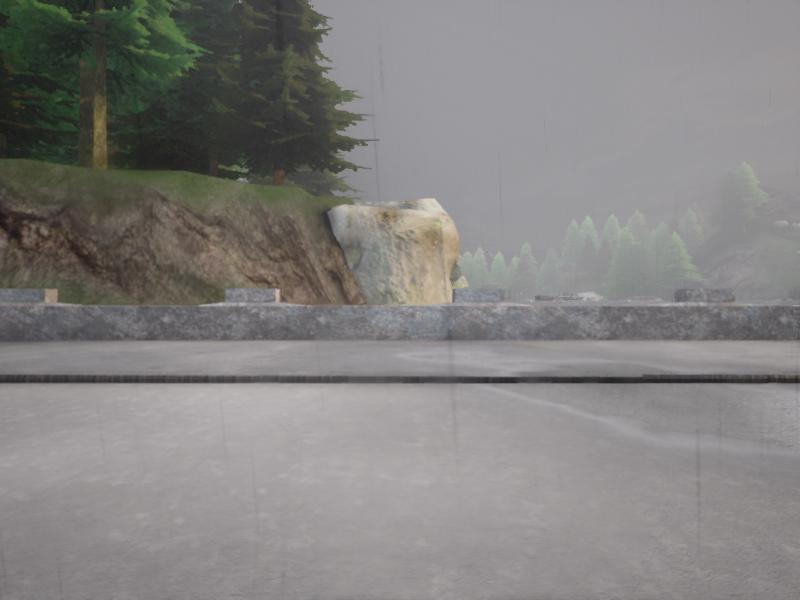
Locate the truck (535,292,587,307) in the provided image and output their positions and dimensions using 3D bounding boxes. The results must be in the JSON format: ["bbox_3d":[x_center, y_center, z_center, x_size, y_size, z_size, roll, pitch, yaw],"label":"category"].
[{"bbox_3d":[22.512,-0.058,56.195,6.274,2.098,2.390,0,0,0],"label":"truck"}]

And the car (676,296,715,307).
[{"bbox_3d":[41.477,0.248,56.188,4.193,1.474,1.816,0,0,0],"label":"car"}]

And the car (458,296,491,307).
[{"bbox_3d":[10.416,0.254,56.201,4.193,1.474,1.816,0,0,0],"label":"car"}]
